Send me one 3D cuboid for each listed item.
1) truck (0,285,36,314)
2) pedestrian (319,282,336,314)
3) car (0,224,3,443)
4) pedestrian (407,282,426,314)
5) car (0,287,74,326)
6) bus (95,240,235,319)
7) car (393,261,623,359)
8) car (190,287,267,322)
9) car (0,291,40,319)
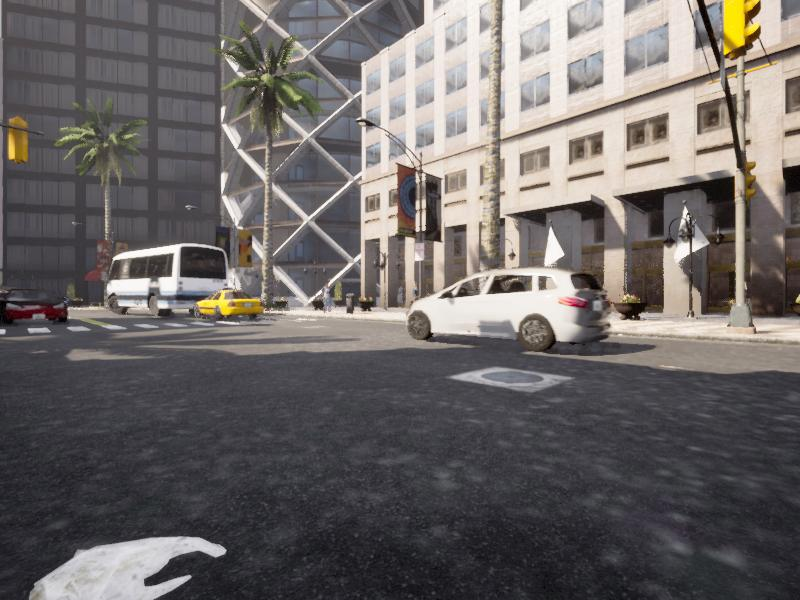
[{"bbox_3d":[-31.402,-0.058,30.626,6.274,2.098,2.390,0,0,17],"label":"truck"},{"bbox_3d":[-4.223,-0.115,23.298,0.751,1.860,0.751,0,0,-33],"label":"pedestrian"},{"bbox_3d":[-3.982,0.227,1.144,1.845,1.501,3.633,0,0,11],"label":"car"},{"bbox_3d":[0.953,-0.115,23.250,0.751,1.860,0.751,0,0,44],"label":"pedestrian"},{"bbox_3d":[-16.065,0.252,17.478,4.792,1.488,2.163,0,0,43],"label":"car"},{"bbox_3d":[-15.506,-1.131,26.022,10.273,4.253,3.944,1,0,35],"label":"bus"},{"bbox_3d":[2.249,0.158,9.215,2.242,1.667,4.611,0,0,-45],"label":"car"},{"bbox_3d":[-8.826,0.201,20.341,1.801,1.575,5.366,0,0,-44],"label":"car"},{"bbox_3d":[-22.382,0.253,22.695,3.806,1.475,1.970,0,0,32],"label":"car"}]
